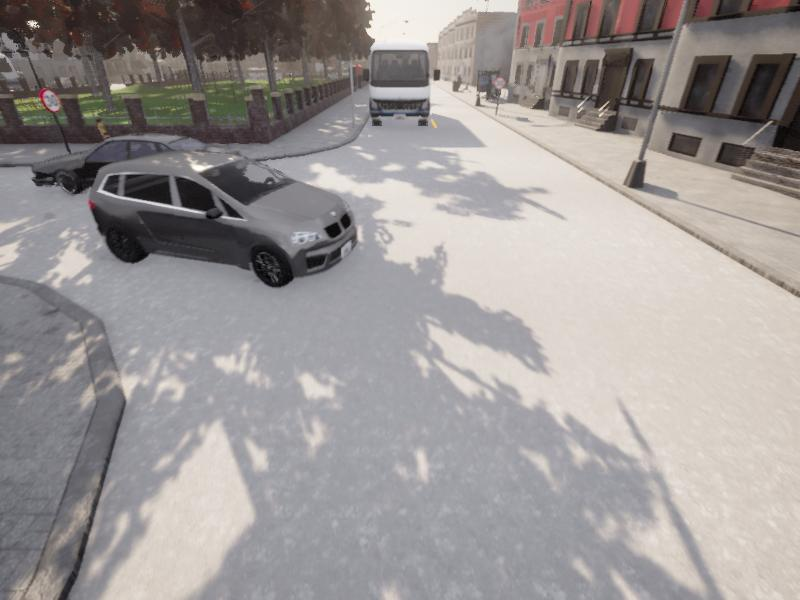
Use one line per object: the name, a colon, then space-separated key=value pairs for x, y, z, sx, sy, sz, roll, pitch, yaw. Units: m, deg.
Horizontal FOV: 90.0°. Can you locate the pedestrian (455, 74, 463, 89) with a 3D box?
pedestrian: x=8.245 y=-30.489 z=55.818 sx=0.751 sy=1.860 sz=0.751 roll=-2 pitch=30 yaw=-3

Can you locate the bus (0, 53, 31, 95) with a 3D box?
bus: x=-48.656 y=-25.195 z=44.685 sx=3.944 sy=4.253 sz=10.273 roll=3 pitch=31 yaw=5

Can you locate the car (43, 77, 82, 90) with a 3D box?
car: x=-49.337 y=-31.744 z=58.613 sx=1.812 sy=1.442 sz=4.674 roll=0 pitch=30 yaw=0

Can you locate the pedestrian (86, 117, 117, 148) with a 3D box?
pedestrian: x=-12.027 y=-6.764 z=16.152 sx=0.500 sy=1.100 sz=0.500 roll=0 pitch=30 yaw=0

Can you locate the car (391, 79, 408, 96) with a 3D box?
car: x=-0.035 y=-25.983 z=48.915 sx=1.930 sy=1.638 sz=5.238 roll=0 pitch=30 yaw=0

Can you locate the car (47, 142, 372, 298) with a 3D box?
car: x=-3.093 y=-1.646 z=7.123 sx=4.611 sy=1.667 sz=2.242 roll=9 pitch=32 yaw=15

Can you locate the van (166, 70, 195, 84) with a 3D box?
van: x=-45.350 y=-46.326 z=82.909 sx=2.351 sy=2.431 sz=6.366 roll=0 pitch=30 yaw=0

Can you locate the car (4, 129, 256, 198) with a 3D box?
car: x=-7.130 y=-3.841 z=11.133 sx=5.357 sy=1.411 sz=2.033 roll=0 pitch=31 yaw=1

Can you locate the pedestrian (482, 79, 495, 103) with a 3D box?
pedestrian: x=7.845 y=-18.653 z=35.654 sx=0.751 sy=1.860 sz=0.751 roll=-3 pitch=31 yaw=-6

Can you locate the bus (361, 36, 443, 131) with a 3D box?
bus: x=0.104 y=-13.475 z=24.720 sx=3.944 sy=4.253 sz=10.273 roll=0 pitch=31 yaw=0

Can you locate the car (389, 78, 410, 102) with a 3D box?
car: x=-0.028 y=-20.407 z=38.864 sx=1.905 sy=1.878 sz=3.866 roll=0 pitch=30 yaw=0

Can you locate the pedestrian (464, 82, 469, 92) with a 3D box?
pedestrian: x=8.293 y=-26.492 z=49.757 sx=0.500 sy=1.100 sz=0.500 roll=0 pitch=30 yaw=1

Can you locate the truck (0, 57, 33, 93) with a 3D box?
truck: x=-52.768 y=-28.360 z=50.500 sx=8.468 sy=3.827 sz=2.891 roll=-4 pitch=31 yaw=-6
